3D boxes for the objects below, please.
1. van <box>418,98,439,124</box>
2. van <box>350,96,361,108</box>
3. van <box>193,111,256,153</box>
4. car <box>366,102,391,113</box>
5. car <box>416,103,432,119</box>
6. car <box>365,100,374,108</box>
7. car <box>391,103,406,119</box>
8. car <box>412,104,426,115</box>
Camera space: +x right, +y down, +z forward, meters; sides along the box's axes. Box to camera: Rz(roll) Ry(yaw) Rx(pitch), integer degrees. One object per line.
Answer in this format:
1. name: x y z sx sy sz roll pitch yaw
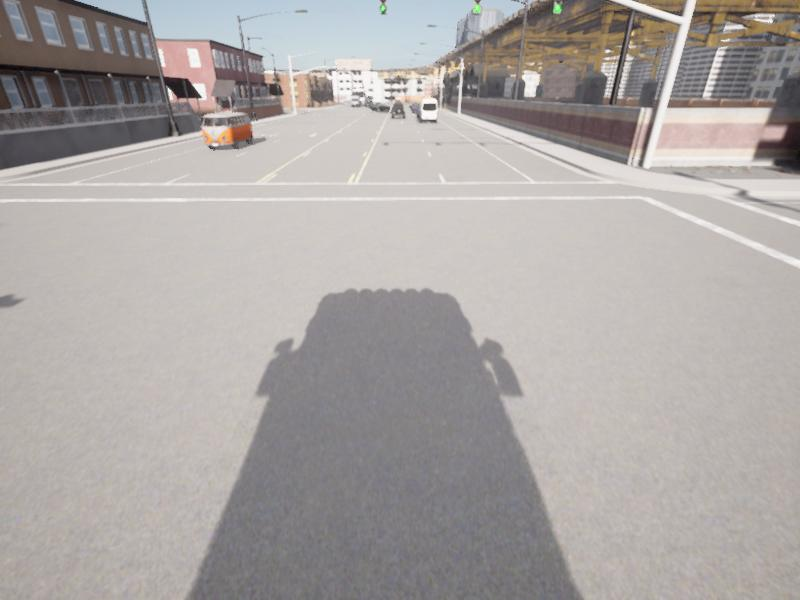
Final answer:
1. van: 3.317 -22.542 47.610 1.988 2.561 5.915 0 27 0
2. van: -10.897 -48.941 98.748 1.988 2.561 5.915 0 27 0
3. van: -10.593 -10.423 24.628 1.775 1.987 4.442 0 27 0
4. car: -3.890 -34.976 72.698 1.930 1.638 5.238 -18 32 -31
5. car: 3.285 -25.918 54.868 1.905 1.878 3.866 0 27 0
6. car: -7.392 -48.055 98.191 1.851 1.617 3.988 0 27 0
7. car: -0.215 -25.867 54.754 1.905 1.878 3.866 0 27 0
8. car: 3.221 -33.473 70.138 2.152 1.651 5.027 0 27 0
